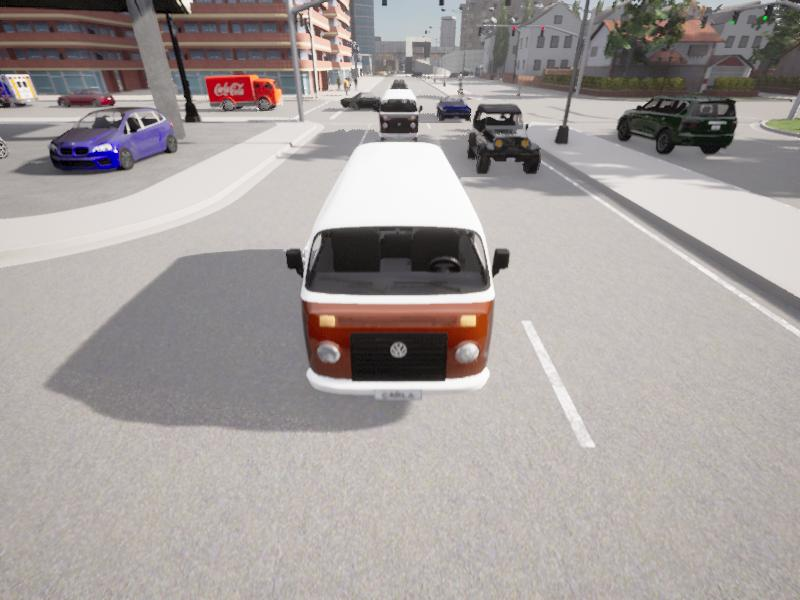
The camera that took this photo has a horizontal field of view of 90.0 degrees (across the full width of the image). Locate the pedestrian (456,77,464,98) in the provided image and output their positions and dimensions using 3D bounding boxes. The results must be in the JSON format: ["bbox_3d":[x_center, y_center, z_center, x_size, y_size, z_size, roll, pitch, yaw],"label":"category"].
[{"bbox_3d":[6.305,-22.365,42.112,0.751,1.860,0.751,4,31,7],"label":"pedestrian"}]

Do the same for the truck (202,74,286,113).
[{"bbox_3d":[-11.955,-16.103,31.172,5.204,2.467,2.627,-2,30,-1],"label":"truck"}]

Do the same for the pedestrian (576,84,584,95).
[{"bbox_3d":[21.100,-24.759,46.966,0.500,1.100,0.500,-1,30,-2],"label":"pedestrian"}]

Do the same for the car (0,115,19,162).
[{"bbox_3d":[-15.492,-5.126,13.222,1.970,1.475,3.806,0,30,0],"label":"car"}]

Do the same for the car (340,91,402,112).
[{"bbox_3d":[-2.239,-15.658,31.539,4.718,1.301,1.895,0,30,0],"label":"car"}]

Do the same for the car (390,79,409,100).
[{"bbox_3d":[-0.094,-22.690,43.001,1.932,1.855,4.605,0,30,0],"label":"car"}]

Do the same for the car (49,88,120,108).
[{"bbox_3d":[-26.879,-17.257,34.205,4.181,1.385,1.994,0,30,0],"label":"car"}]

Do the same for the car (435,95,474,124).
[{"bbox_3d":[3.438,-12.495,26.125,1.895,1.301,4.718,0,30,0],"label":"car"}]

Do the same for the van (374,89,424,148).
[{"bbox_3d":[-0.051,-8.630,18.763,2.069,2.038,4.480,0,31,0],"label":"van"}]

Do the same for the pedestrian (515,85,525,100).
[{"bbox_3d":[12.458,-21.547,41.570,0.751,1.300,0.751,2,30,4],"label":"pedestrian"}]

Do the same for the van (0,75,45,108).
[{"bbox_3d":[-34.650,-17.646,33.821,6.366,2.431,2.351,-1,30,-1],"label":"van"}]

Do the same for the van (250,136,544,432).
[{"bbox_3d":[-0.026,-0.741,5.268,2.069,2.038,4.480,0,30,0],"label":"van"}]

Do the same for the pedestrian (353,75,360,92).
[{"bbox_3d":[-5.727,-28.293,52.262,0.751,1.860,0.751,-6,31,-11],"label":"pedestrian"}]

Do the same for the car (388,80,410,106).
[{"bbox_3d":[-0.084,-19.046,36.763,1.932,1.855,4.605,0,30,0],"label":"car"}]

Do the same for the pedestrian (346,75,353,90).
[{"bbox_3d":[-6.948,-30.017,55.213,0.751,1.860,0.751,-1,30,-1],"label":"pedestrian"}]

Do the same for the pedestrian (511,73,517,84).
[{"bbox_3d":[21.056,-40.878,73.810,0.751,1.860,0.751,0,30,1],"label":"pedestrian"}]

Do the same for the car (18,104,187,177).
[{"bbox_3d":[-9.748,-5.655,13.808,2.242,1.667,4.611,0,30,0],"label":"car"}]

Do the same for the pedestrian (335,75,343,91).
[{"bbox_3d":[-7.984,-28.335,52.306,0.751,1.860,0.751,0,30,1],"label":"pedestrian"}]

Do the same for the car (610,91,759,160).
[{"bbox_3d":[11.458,-7.531,16.882,2.150,2.045,5.566,0,30,0],"label":"car"}]

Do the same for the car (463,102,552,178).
[{"bbox_3d":[3.461,-5.628,13.777,1.905,1.878,3.866,0,30,0],"label":"car"}]

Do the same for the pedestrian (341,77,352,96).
[{"bbox_3d":[-5.868,-23.447,43.966,0.751,1.860,0.751,26,39,37],"label":"pedestrian"}]
